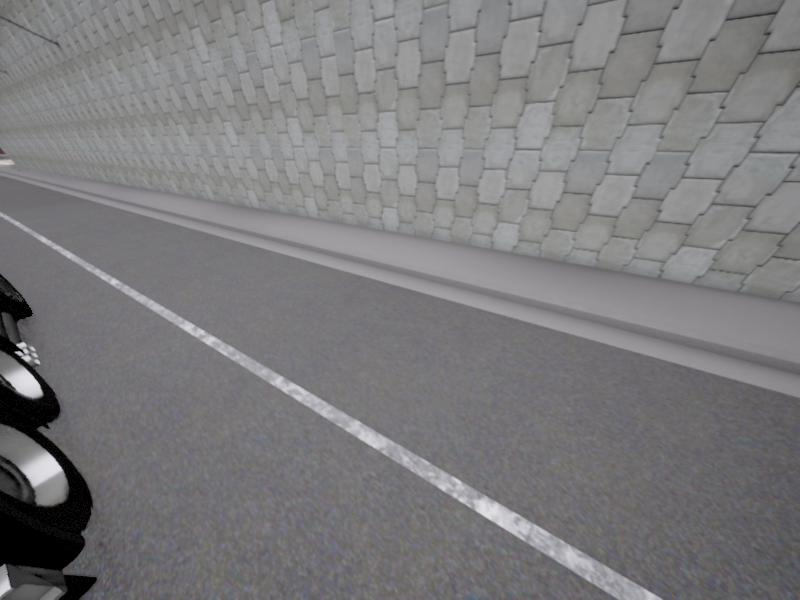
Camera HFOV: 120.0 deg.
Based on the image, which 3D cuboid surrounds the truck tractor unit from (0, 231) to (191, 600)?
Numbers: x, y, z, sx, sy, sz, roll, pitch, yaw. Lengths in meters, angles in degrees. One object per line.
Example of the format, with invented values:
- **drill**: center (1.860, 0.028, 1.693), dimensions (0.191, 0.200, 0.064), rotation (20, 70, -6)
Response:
- **truck tractor unit**: center (-5.052, -0.357, 0.853), dimensions (6.516, 4.208, 3.053), rotation (21, 40, 27)
